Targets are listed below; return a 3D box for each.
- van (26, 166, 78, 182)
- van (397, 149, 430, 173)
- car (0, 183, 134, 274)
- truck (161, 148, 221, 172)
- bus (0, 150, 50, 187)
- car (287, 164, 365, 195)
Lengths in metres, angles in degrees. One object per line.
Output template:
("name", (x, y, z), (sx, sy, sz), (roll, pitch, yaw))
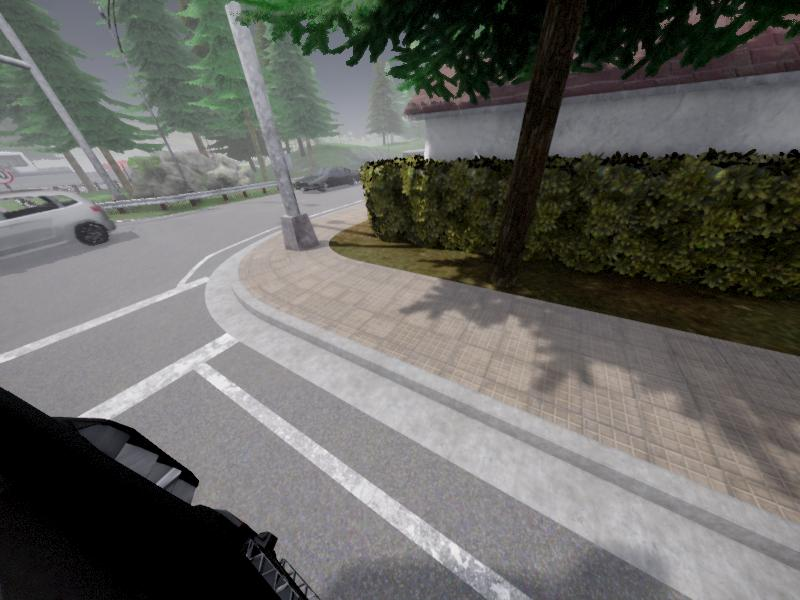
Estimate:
("van", (-60.667, -22.094, 40.421), (1.775, 1.987, 4.442), (16, 38, 26))
("van", (1.630, -15.661, 25.949), (1.775, 1.987, 4.442), (17, 38, 27))
("car", (-11.113, -1.817, 6.145), (2.242, 1.667, 4.611), (5, 35, 12))
("truck", (-45.158, -30.560, 50.306), (2.891, 3.827, 8.468), (16, 38, 26))
("bus", (-58.181, -17.691, 31.545), (3.944, 4.253, 10.273), (16, 38, 26))
("car", (-5.063, -8.883, 16.792), (2.033, 1.411, 5.357), (16, 38, 26))
